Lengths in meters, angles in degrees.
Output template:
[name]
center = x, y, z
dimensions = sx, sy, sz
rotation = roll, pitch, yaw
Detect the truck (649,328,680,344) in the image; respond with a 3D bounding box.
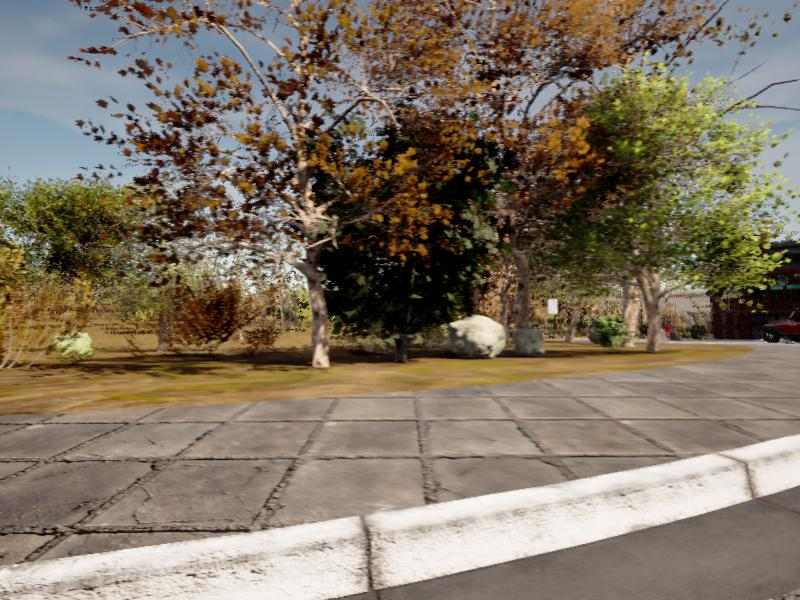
[truck]
center = 46.152, 6.227, 69.717
dimensions = 5.204, 2.467, 2.627
rotation = 5, -4, -34

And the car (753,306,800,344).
[car]
center = 20.688, 1.238, 20.171
dimensions = 1.905, 1.878, 3.866
rotation = -1, -6, -7
